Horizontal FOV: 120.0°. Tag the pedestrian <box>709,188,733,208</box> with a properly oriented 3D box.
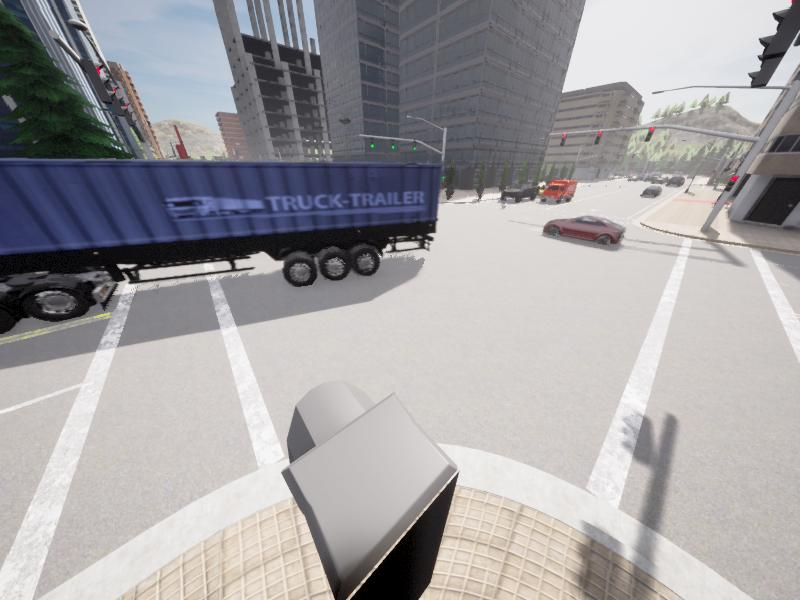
[{"bbox_3d":[34.562,-11.030,24.896,0.751,1.860,0.751,23,37,34],"label":"pedestrian"}]

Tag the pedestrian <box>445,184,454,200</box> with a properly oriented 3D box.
[{"bbox_3d":[6.579,-14.476,30.866,0.751,1.860,0.751,-20,36,-31],"label":"pedestrian"}]

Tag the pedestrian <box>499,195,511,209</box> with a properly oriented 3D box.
[{"bbox_3d":[11.495,-10.784,25.336,0.751,1.300,0.751,-23,37,-35],"label":"pedestrian"}]

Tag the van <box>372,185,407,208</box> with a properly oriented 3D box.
[{"bbox_3d":[-1.281,-12.358,27.424,1.775,1.987,4.442,-23,37,-34],"label":"van"}]

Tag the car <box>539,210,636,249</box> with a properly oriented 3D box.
[{"bbox_3d":[11.566,-4.574,14.559,1.994,1.385,4.181,-23,37,-34],"label":"car"}]

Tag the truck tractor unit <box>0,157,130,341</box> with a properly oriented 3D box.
[{"bbox_3d":[-12.499,-0.977,5.467,6.516,4.208,3.053,-21,36,-32],"label":"truck tractor unit"}]

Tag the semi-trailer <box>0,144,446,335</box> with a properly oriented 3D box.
[{"bbox_3d":[-5.419,-2.765,8.355,14.254,4.402,2.717,-11,31,-18],"label":"semi-trailer"}]

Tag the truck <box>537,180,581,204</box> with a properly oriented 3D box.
[{"bbox_3d":[20.639,-14.160,30.062,5.204,2.467,2.627,-23,37,-34],"label":"truck"}]

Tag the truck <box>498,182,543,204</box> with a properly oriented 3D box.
[{"bbox_3d":[16.129,-14.403,30.853,6.274,2.098,2.390,-22,37,-33],"label":"truck"}]

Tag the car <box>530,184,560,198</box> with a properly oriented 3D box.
[{"bbox_3d":[22.172,-16.671,35.301,5.366,1.575,1.801,-22,37,-33],"label":"car"}]

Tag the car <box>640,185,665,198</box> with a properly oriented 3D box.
[{"bbox_3d":[39.446,-17.023,36.047,4.674,1.442,1.812,-23,37,-34],"label":"car"}]

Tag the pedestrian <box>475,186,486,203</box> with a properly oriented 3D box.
[{"bbox_3d":[10.227,-13.461,29.413,0.751,1.860,0.751,-8,31,-14],"label":"pedestrian"}]
